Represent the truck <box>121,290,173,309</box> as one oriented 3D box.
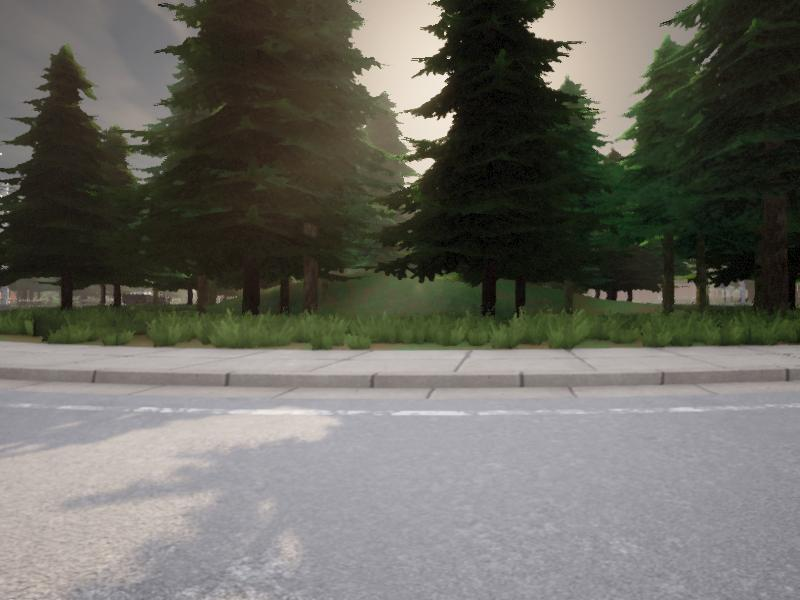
[{"bbox_3d":[-29.036,-0.031,46.311,2.390,2.098,6.274,0,0,-4],"label":"truck"}]
